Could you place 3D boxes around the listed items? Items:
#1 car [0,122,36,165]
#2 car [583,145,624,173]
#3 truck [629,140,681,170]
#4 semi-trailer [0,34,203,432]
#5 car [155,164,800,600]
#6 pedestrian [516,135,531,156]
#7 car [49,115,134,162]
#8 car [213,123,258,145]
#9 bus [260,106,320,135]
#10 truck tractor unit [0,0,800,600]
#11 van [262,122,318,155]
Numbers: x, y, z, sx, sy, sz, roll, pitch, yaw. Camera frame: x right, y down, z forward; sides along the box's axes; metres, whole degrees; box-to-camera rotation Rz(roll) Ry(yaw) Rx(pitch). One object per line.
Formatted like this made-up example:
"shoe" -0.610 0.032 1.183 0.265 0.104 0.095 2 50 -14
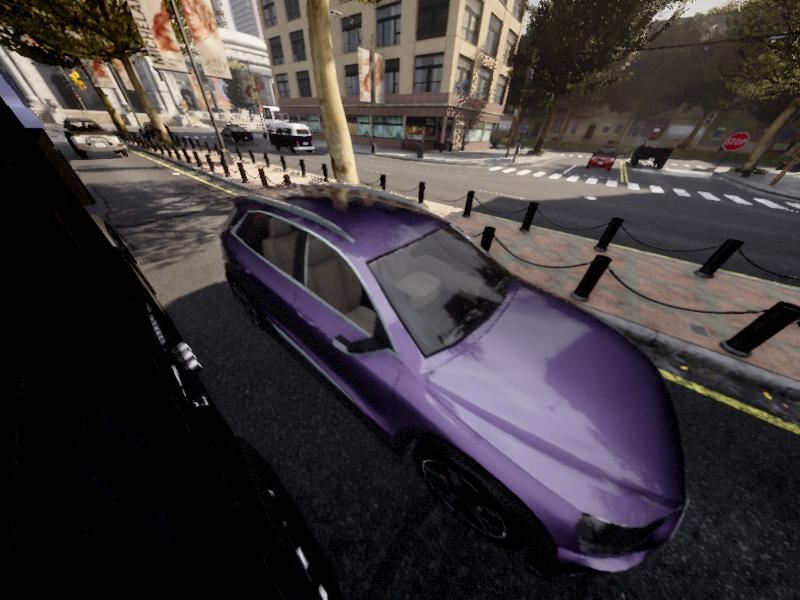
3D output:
"car" -20.787 -8.054 11.745 4.892 1.490 1.837 27 43 28
"car" 16.737 -11.666 18.985 1.851 1.617 3.988 27 43 28
"truck" 25.239 -14.702 23.189 2.390 2.098 6.274 27 43 28
"semi-trailer" -8.770 -3.565 4.142 14.254 4.402 2.717 27 43 29
"car" -0.202 -0.158 2.504 4.856 1.649 2.033 27 43 29
"pedestrian" 13.571 -17.018 25.395 0.751 1.860 0.751 20 40 22
"car" -18.093 -9.516 13.553 4.605 1.855 1.932 27 43 28
"car" -18.222 -18.337 25.492 5.238 1.638 1.930 28 43 29
"bus" -22.635 -37.472 48.500 3.944 4.253 10.273 28 43 29
"truck tractor unit" -2.645 -0.295 0.351 6.516 4.208 3.053 28 44 30
"van" -9.469 -13.997 19.970 4.480 2.038 2.069 27 43 29
